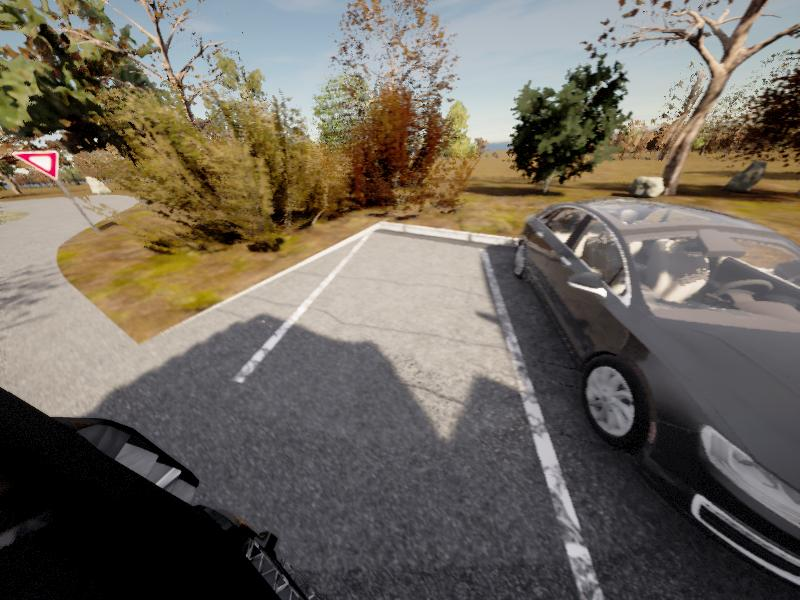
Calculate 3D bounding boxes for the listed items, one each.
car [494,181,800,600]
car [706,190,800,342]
[{"bbox_3d":[2.822,-0.263,2.741,2.231,1.521,4.892,4,33,9],"label":"car"},{"bbox_3d":[5.752,0.583,1.250,2.231,1.521,4.892,4,33,10],"label":"car"}]
